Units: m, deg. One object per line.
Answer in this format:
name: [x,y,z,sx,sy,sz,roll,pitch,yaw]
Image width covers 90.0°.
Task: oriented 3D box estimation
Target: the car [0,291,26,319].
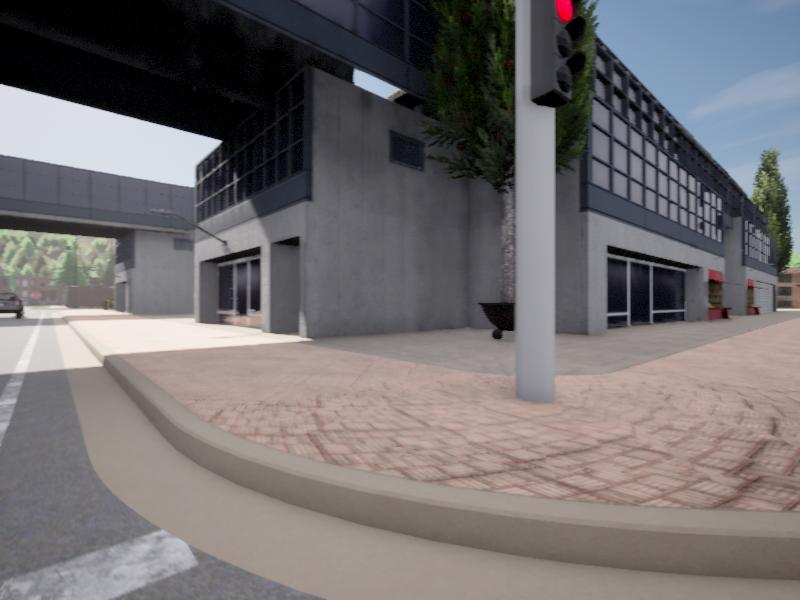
car: [-24.832,0.314,25.082,1.851,1.617,3.988,0,0,-41]
